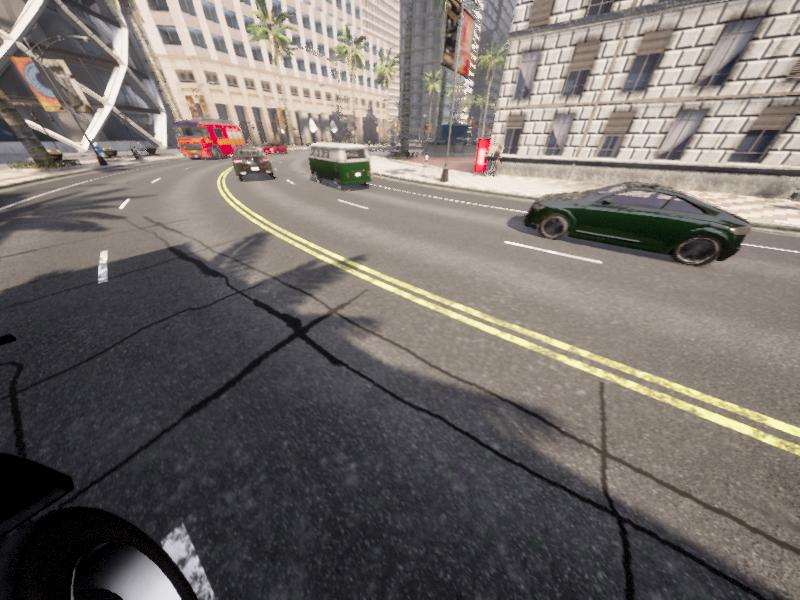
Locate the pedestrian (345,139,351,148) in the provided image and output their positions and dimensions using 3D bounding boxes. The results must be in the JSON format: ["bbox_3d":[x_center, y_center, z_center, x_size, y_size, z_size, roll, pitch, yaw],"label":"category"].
[{"bbox_3d":[-12.443,-37.396,55.195,0.751,1.860,0.751,17,39,23],"label":"pedestrian"}]

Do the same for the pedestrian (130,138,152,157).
[{"bbox_3d":[-30.895,-18.207,27.571,0.751,1.860,0.751,-6,36,-9],"label":"pedestrian"}]

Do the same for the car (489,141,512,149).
[{"bbox_3d":[24.260,-37.530,56.002,4.514,1.525,2.007,23,41,29],"label":"car"}]

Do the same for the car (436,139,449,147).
[{"bbox_3d":[12.132,-45.098,66.416,2.097,1.767,4.553,-7,36,-11],"label":"car"}]

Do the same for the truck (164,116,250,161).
[{"bbox_3d":[-22.084,-19.046,27.431,2.891,3.827,8.468,-1,35,-2],"label":"truck"}]

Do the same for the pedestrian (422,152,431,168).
[{"bbox_3d":[2.201,-11.597,19.113,0.500,1.100,0.500,-17,39,-22],"label":"pedestrian"}]

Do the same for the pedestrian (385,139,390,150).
[{"bbox_3d":[-2.666,-34.055,50.532,0.751,1.860,0.751,21,40,26],"label":"pedestrian"}]

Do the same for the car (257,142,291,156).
[{"bbox_3d":[-18.511,-22.426,34.248,2.007,1.525,4.514,5,35,6],"label":"car"}]

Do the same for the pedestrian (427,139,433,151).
[{"bbox_3d":[5.605,-29.075,43.270,0.751,1.860,0.751,16,38,21],"label":"pedestrian"}]

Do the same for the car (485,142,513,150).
[{"bbox_3d":[22.826,-35.579,53.339,5.357,1.411,2.033,22,40,27],"label":"car"}]

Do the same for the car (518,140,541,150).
[{"bbox_3d":[29.591,-35.542,52.908,3.866,1.878,1.905,22,40,27],"label":"car"}]

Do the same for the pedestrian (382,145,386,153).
[{"bbox_3d":[-2.568,-23.967,36.620,0.500,1.100,0.500,6,36,8],"label":"pedestrian"}]

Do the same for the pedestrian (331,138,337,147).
[{"bbox_3d":[-16.012,-38.161,55.989,0.751,1.860,0.751,-20,40,-26],"label":"pedestrian"}]

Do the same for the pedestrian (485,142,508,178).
[{"bbox_3d":[5.965,-8.634,14.280,0.751,1.860,0.751,20,40,26],"label":"pedestrian"}]

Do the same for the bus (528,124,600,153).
[{"bbox_3d":[31.211,-31.065,44.520,10.273,4.253,3.944,22,41,27],"label":"bus"}]

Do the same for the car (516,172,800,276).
[{"bbox_3d":[5.618,-2.222,5.916,4.181,1.385,1.994,23,41,29],"label":"car"}]

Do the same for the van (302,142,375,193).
[{"bbox_3d":[-3.464,-7.444,12.716,1.775,1.987,4.442,-26,43,-32],"label":"van"}]

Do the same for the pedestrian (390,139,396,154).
[{"bbox_3d":[-1.086,-23.331,35.071,0.751,1.860,0.751,2,35,2],"label":"pedestrian"}]

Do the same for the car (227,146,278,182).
[{"bbox_3d":[-10.073,-9.323,15.645,2.152,1.651,5.027,-19,39,-25],"label":"car"}]

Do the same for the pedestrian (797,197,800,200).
[{"bbox_3d":[16.858,-4.691,8.772,0.751,1.860,0.751,21,40,27],"label":"pedestrian"}]

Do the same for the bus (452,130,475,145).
[{"bbox_3d":[23.506,-59.808,85.223,3.944,4.253,10.273,22,40,27],"label":"bus"}]
